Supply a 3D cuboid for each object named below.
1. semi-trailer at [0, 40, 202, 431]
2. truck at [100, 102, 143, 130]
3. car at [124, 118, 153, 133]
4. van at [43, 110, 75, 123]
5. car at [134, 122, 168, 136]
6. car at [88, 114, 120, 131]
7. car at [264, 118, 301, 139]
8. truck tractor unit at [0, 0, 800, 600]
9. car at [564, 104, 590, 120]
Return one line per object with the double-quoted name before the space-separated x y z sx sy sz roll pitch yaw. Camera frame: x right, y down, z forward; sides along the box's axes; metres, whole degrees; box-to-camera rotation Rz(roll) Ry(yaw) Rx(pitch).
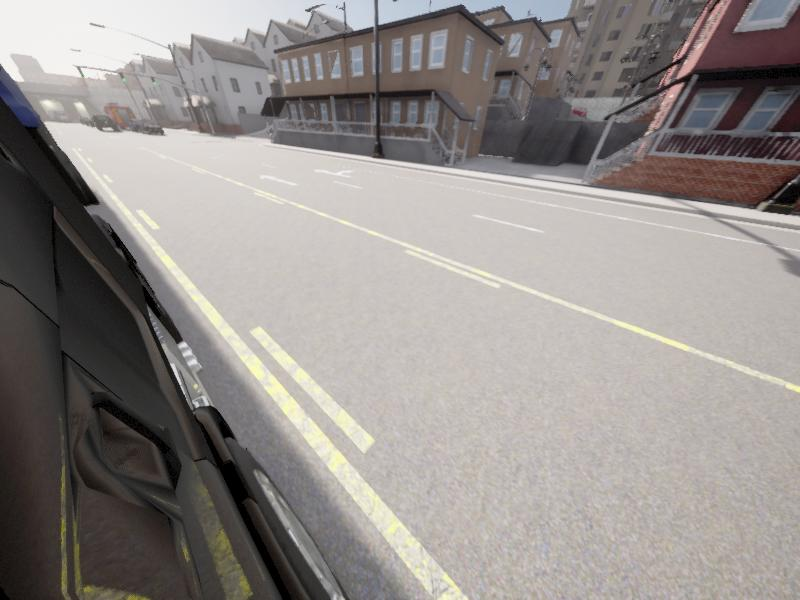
"semi-trailer" -8.740 -3.568 4.197 14.254 4.402 2.717 28 44 29
"truck" -52.790 -34.735 43.748 8.468 3.827 2.891 28 43 30
"car" -43.209 -28.847 38.144 4.553 1.767 2.097 28 43 30
"van" -88.319 -47.492 59.832 6.366 2.431 2.351 18 40 20
"car" -36.899 -25.374 34.219 5.357 1.411 2.033 26 43 28
"car" -48.412 -28.970 37.781 5.566 2.045 2.150 28 43 30
"car" -19.030 -27.900 37.492 1.882 1.535 5.008 27 58 29
"truck tractor unit" -2.645 -0.295 0.351 6.516 4.208 3.053 28 44 30
"car" 35.357 -37.511 46.061 3.705 1.549 1.789 37 47 21
